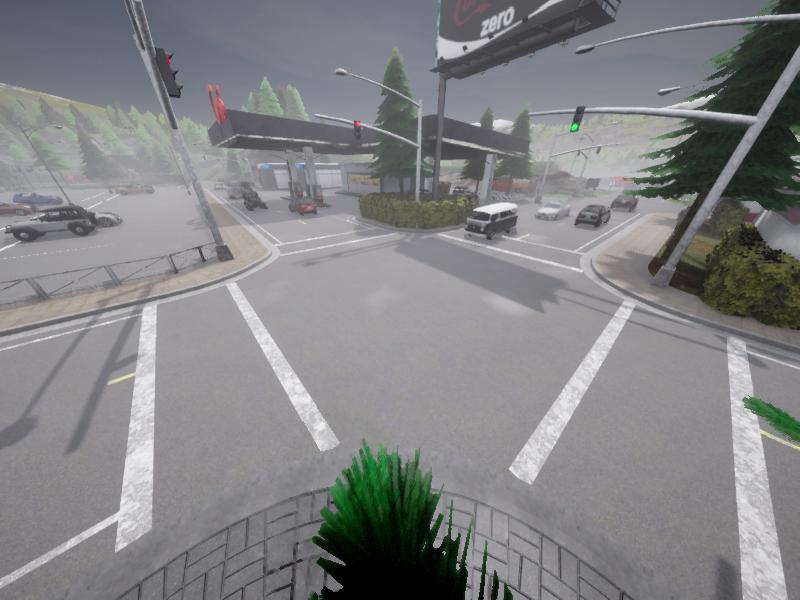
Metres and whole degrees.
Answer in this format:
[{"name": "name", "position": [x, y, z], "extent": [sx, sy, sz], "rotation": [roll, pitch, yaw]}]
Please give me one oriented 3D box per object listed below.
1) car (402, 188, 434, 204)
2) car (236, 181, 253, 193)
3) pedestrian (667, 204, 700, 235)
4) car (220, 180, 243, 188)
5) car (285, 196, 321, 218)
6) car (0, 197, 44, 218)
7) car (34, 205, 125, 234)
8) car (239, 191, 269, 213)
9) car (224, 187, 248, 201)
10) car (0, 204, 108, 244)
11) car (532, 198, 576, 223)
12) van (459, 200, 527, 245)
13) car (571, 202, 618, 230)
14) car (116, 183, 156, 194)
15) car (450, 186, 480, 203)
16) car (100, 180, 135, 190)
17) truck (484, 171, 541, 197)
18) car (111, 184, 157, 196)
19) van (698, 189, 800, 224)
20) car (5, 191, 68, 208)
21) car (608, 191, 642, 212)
[{"name": "car", "position": [2.620, -15.713, 34.677], "extent": [2.242, 1.667, 4.611], "rotation": [-23, 37, -34]}, {"name": "car", "position": [-31.952, -23.299, 47.463], "extent": [1.905, 1.878, 3.866], "rotation": [-22, 37, -33]}, {"name": "pedestrian", "position": [19.905, -5.677, 16.251], "extent": [0.751, 1.860, 0.751], "rotation": [25, 38, 36]}, {"name": "car", "position": [-42.568, -29.302, 58.272], "extent": [4.792, 1.488, 2.163], "rotation": [12, 32, 20]}, {"name": "car", "position": [-10.597, -10.184, 25.110], "extent": [2.007, 1.525, 4.514], "rotation": [-22, 37, -33]}, {"name": "car", "position": [-39.420, -8.945, 22.590], "extent": [4.514, 1.523, 2.007], "rotation": [-23, 37, -34]}, {"name": "car", "position": [-25.501, -6.610, 18.671], "extent": [3.806, 1.475, 1.970], "rotation": [-23, 37, -34]}, {"name": "car", "position": [-17.245, -11.623, 27.237], "extent": [1.905, 1.878, 3.866], "rotation": [-22, 37, -33]}, {"name": "car", "position": [-25.963, -16.799, 36.466], "extent": [2.033, 1.649, 4.856], "rotation": [-22, 37, -33]}, {"name": "car", "position": [-23.841, -5.383, 15.979], "extent": [3.866, 1.878, 1.905], "rotation": [-23, 37, -34]}, {"name": "car", "position": [15.082, -8.840, 22.584], "extent": [4.674, 1.442, 1.812], "rotation": [-25, 38, -32]}, {"name": "van", "position": [6.558, -5.590, 16.307], "extent": [4.480, 2.038, 2.069], "rotation": [-24, 37, -32]}, {"name": "car", "position": [16.564, -7.257, 19.666], "extent": [3.705, 1.549, 1.789], "rotation": [-24, 37, -33]}, {"name": "car", "position": [-49.532, -20.953, 43.472], "extent": [4.514, 1.523, 2.007], "rotation": [-23, 37, -34]}, {"name": "car", "position": [9.747, -16.005, 34.849], "extent": [1.905, 1.878, 3.866], "rotation": [-23, 37, -34]}, {"name": "car", "position": [-64.285, -26.325, 52.716], "extent": [4.605, 1.855, 1.932], "rotation": [-23, 37, -34]}, {"name": "truck", "position": [20.520, -21.744, 42.836], "extent": [2.891, 3.827, 8.468], "rotation": [-22, 37, -33]}, {"name": "car", "position": [-47.482, -19.774, 41.410], "extent": [5.027, 1.636, 2.152], "rotation": [-23, 37, -34]}, {"name": "van", "position": [35.159, -9.402, 22.852], "extent": [2.351, 2.431, 6.366], "rotation": [-22, 37, -33]}, {"name": "car", "position": [-45.788, -12.777, 29.270], "extent": [3.633, 1.501, 1.845], "rotation": [-23, 37, -34]}, {"name": "car", "position": [26.288, -11.566, 26.953], "extent": [2.097, 1.767, 4.553], "rotation": [26, 37, 37]}]
